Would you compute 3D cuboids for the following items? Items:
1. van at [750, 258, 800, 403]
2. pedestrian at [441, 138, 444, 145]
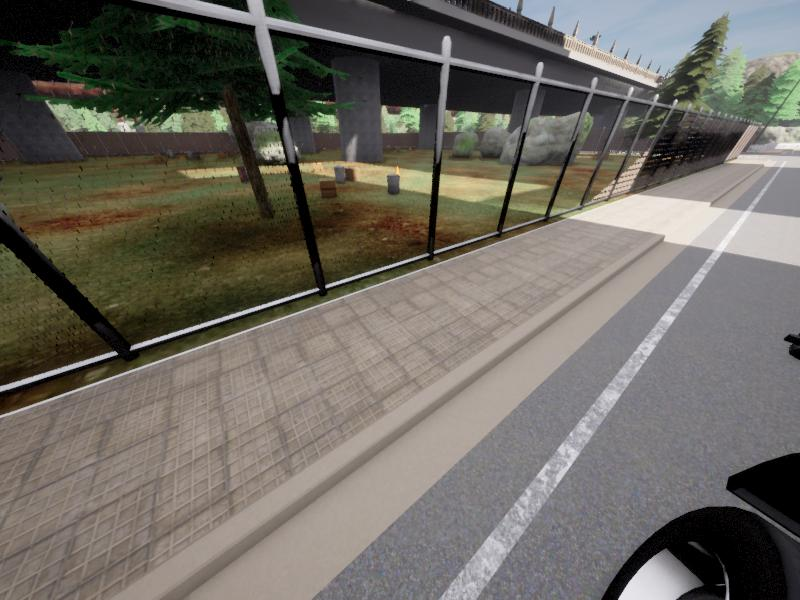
[{"bbox_3d":[6.346,-0.128,2.327,4.480,2.038,2.069,-20,39,-28],"label":"van"},{"bbox_3d":[13.147,-49.191,71.832,0.751,1.860,0.751,11,37,16],"label":"pedestrian"}]
